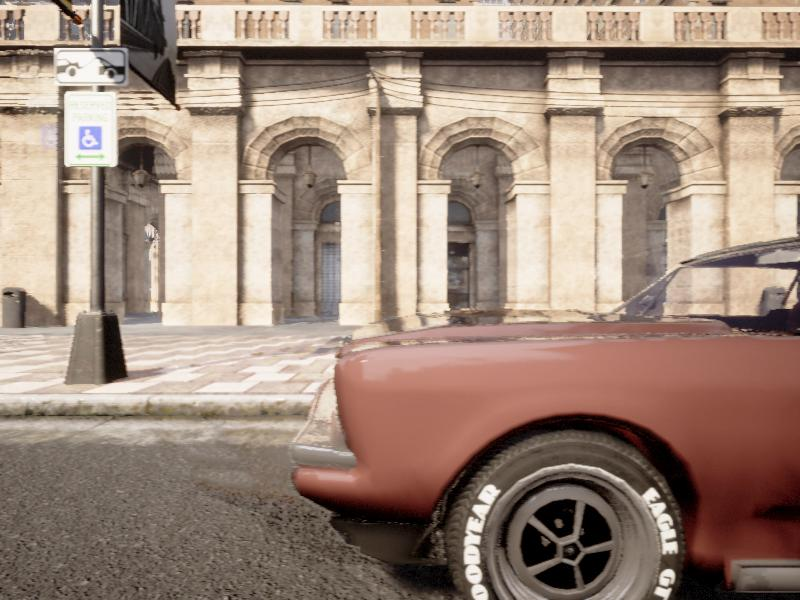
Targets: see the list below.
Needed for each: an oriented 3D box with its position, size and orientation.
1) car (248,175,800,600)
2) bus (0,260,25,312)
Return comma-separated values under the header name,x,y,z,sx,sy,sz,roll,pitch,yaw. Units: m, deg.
name,x,y,z,sx,sy,sz,roll,pitch,yaw
car,1.977,0.339,1.953,4.718,1.301,1.895,0,0,0
bus,-34.994,-1.138,30.042,3.944,4.253,10.273,0,0,0
